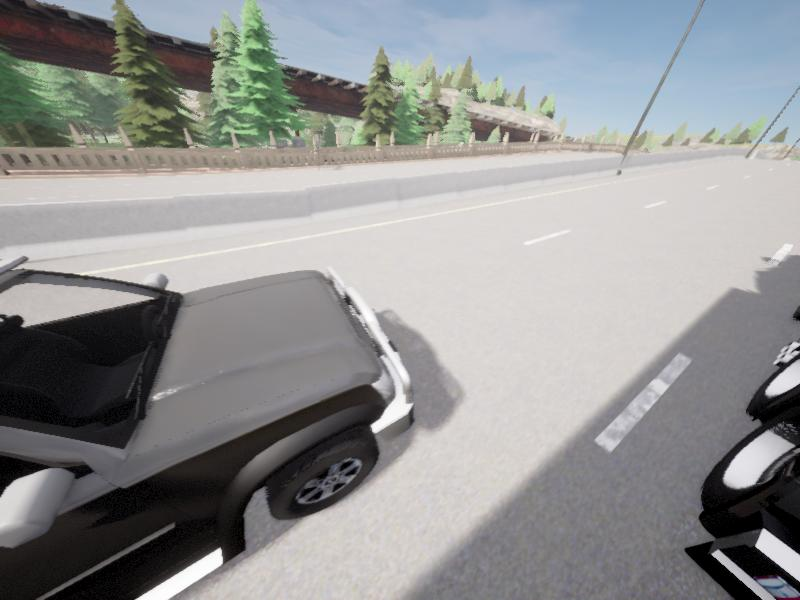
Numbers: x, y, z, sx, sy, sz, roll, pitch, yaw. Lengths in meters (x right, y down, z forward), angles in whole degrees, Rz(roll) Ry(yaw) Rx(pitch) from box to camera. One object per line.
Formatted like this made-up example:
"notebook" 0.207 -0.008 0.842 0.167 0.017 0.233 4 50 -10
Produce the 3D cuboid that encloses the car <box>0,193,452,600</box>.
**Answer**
"car" -2.242 0.785 1.307 4.605 1.855 1.932 -18 39 -24

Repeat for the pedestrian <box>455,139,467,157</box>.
"pedestrian" 7.810 -19.368 29.450 0.751 1.860 0.751 -13 37 -28

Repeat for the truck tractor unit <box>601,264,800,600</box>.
"truck tractor unit" 5.103 -0.313 0.758 6.516 4.208 3.053 -19 40 -24
